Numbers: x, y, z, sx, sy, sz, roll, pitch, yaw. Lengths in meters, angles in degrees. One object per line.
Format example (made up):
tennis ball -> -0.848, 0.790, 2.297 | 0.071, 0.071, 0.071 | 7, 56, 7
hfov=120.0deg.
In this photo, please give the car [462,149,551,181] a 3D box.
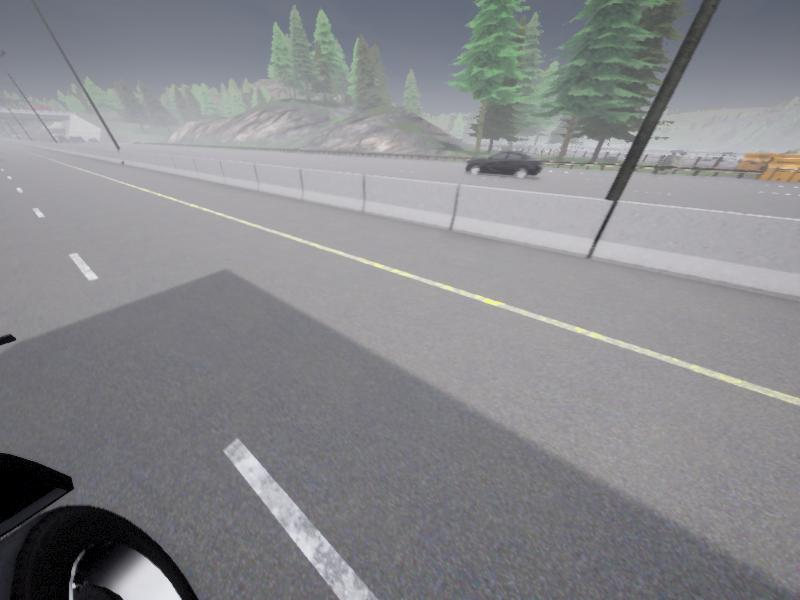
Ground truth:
car -> 7.150, -9.399, 15.882 | 5.008, 1.535, 1.882 | 21, 40, 27
